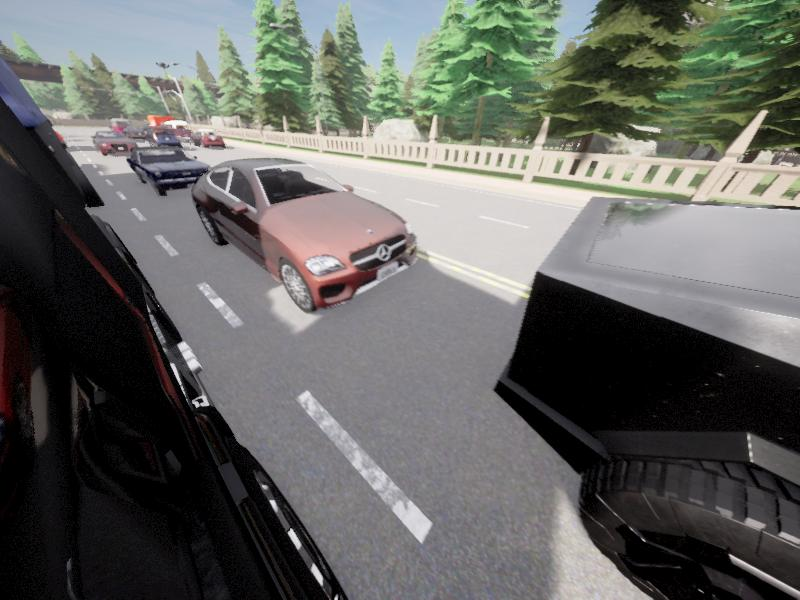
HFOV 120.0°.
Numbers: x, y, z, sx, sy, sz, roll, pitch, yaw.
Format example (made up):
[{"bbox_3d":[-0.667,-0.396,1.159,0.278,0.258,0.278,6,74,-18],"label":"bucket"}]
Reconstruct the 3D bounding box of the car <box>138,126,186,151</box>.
[{"bbox_3d":[-21.401,-14.552,20.756,3.988,1.617,1.851,28,43,30],"label":"car"}]

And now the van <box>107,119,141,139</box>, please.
[{"bbox_3d":[-36.538,-22.671,30.586,4.442,1.987,1.775,28,43,30],"label":"van"}]

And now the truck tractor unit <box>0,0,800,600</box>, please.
[{"bbox_3d":[-2.645,-0.295,0.351,6.516,4.208,3.053,28,44,30],"label":"truck tractor unit"}]

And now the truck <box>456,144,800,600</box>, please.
[{"bbox_3d":[3.666,1.163,0.477,6.274,2.098,2.390,28,43,30],"label":"truck"}]

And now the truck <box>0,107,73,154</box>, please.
[{"bbox_3d":[-26.654,-12.226,16.608,5.204,2.467,2.627,28,43,30],"label":"truck"}]

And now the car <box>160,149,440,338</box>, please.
[{"bbox_3d":[-2.073,-1.662,4.382,5.027,1.651,2.152,28,43,30],"label":"car"}]

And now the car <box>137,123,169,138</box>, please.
[{"bbox_3d":[-37.213,-25.601,34.806,4.856,1.649,2.033,28,44,30],"label":"car"}]

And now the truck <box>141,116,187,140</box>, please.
[{"bbox_3d":[-31.458,-22.920,30.789,5.204,2.467,2.627,28,43,30],"label":"truck"}]

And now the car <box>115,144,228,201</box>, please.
[{"bbox_3d":[-8.904,-5.123,8.962,4.718,1.301,1.895,28,43,30],"label":"car"}]

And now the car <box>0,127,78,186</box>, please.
[{"bbox_3d":[-16.166,-6.366,9.960,5.238,1.638,1.930,28,44,30],"label":"car"}]

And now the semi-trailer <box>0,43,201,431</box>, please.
[{"bbox_3d":[-8.706,-3.575,4.257,14.254,4.402,2.717,28,44,30],"label":"semi-trailer"}]

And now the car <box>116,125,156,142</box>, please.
[{"bbox_3d":[-31.088,-19.563,27.179,5.357,1.411,2.033,28,43,30],"label":"car"}]

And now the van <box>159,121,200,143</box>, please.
[{"bbox_3d":[-26.160,-19.956,27.428,4.480,2.038,2.069,27,43,30],"label":"van"}]

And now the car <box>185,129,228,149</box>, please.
[{"bbox_3d":[-19.292,-16.109,23.082,3.806,1.475,1.970,28,43,30],"label":"car"}]

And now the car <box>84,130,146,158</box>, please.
[{"bbox_3d":[-20.193,-11.096,16.358,4.181,1.385,1.994,28,44,30],"label":"car"}]
